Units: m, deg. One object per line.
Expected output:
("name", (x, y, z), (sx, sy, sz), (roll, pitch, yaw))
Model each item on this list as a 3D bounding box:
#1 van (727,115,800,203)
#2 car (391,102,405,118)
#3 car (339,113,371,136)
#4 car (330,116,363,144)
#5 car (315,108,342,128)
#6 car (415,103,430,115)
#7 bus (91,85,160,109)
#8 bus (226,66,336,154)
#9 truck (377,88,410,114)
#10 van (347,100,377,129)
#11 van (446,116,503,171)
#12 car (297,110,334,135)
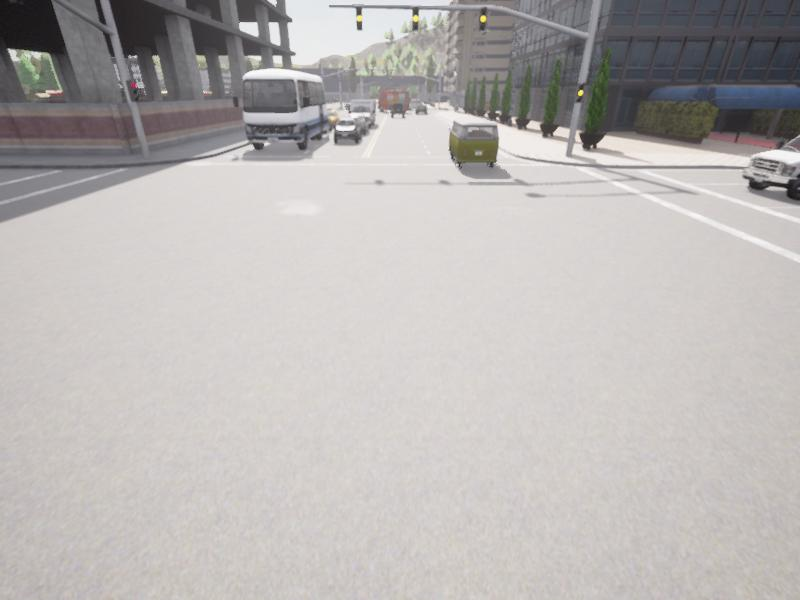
("van", (15.222, -4.694, 13.150), (6.366, 2.431, 2.351), (0, 27, -1))
("car", (-0.299, -27.375, 57.578), (1.905, 1.878, 3.866), (0, 27, 0))
("car", (-3.669, -14.849, 33.694), (2.128, 1.511, 4.902), (0, 27, 0))
("car", (-3.639, -11.921, 27.972), (1.789, 1.549, 3.705), (0, 27, 0))
("car", (-7.210, -18.615, 40.891), (1.801, 1.575, 5.366), (0, 27, 0))
("car", (3.767, -32.020, 67.006), (2.007, 1.525, 4.514), (4, 27, 7))
("bus", (-55.071, -40.847, 80.585), (10.273, 4.253, 3.944), (0, 27, -1))
("bus", (-7.007, -12.491, 26.109), (3.944, 4.253, 10.273), (0, 27, 0))
("truck", (-1.184, -34.798, 69.840), (2.891, 3.827, 8.468), (-10, 29, -19))
("van", (-3.707, -18.743, 40.240), (2.351, 2.431, 6.366), (0, 27, 0))
("van", (3.409, -7.606, 19.189), (1.775, 1.987, 4.442), (0, 27, 0))
("car", (-7.175, -15.408, 34.578), (2.242, 1.667, 4.611), (0, 27, -1))
